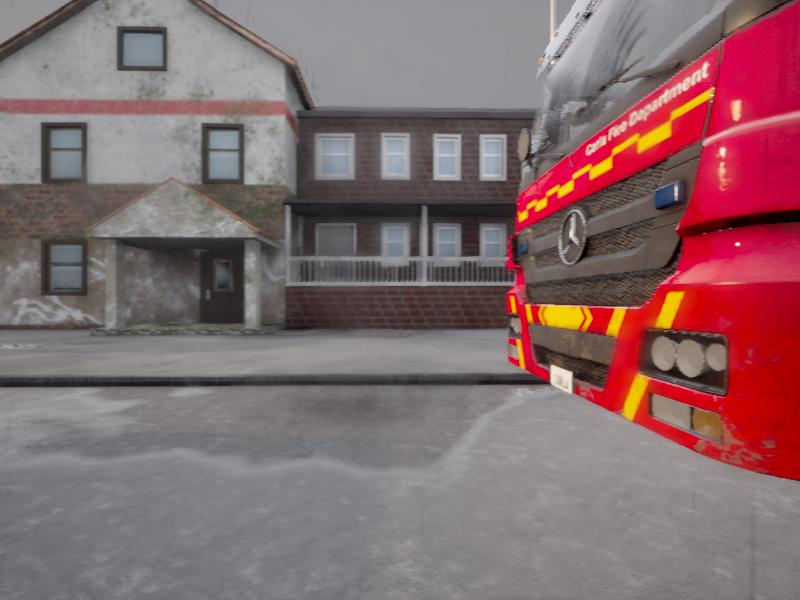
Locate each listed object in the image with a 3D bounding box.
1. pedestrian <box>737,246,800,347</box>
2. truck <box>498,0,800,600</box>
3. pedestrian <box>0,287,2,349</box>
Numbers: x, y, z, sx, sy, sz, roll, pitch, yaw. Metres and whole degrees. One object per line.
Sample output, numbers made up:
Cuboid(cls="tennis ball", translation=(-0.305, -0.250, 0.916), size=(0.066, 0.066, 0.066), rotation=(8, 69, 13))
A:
Cuboid(cls="pedestrian", translation=(7.285, -0.072, 7.849), size=(0.751, 1.860, 0.751), rotation=(0, 0, -19))
Cuboid(cls="truck", translation=(5.313, -0.926, 2.879), size=(8.468, 3.827, 2.891), rotation=(0, 0, -3))
Cuboid(cls="pedestrian", translation=(-7.419, 0.321, 7.072), size=(0.500, 1.100, 0.500), rotation=(0, 0, 39))
